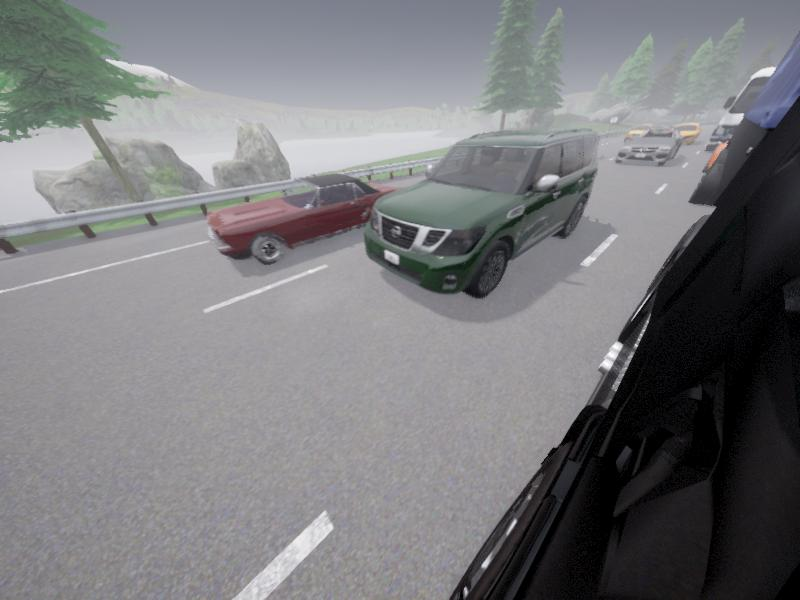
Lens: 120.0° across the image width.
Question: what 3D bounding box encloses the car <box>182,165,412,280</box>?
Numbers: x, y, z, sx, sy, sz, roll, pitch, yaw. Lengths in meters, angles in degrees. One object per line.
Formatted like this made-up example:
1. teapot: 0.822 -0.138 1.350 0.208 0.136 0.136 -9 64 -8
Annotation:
1. car: -2.073 -2.296 5.774 4.718 1.301 1.895 -29 44 -31

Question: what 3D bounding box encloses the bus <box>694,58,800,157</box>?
1. bus: 24.625 -12.694 15.501 10.273 4.253 3.944 -29 44 -31

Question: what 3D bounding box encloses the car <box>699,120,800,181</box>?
1. car: 15.345 -6.608 10.027 4.553 1.767 2.097 -29 44 -31

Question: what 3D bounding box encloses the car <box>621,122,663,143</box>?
1. car: 25.893 -17.960 24.697 5.366 1.575 1.801 -29 44 -31

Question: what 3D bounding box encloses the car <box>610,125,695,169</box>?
1. car: 14.456 -8.838 13.192 5.027 1.651 2.152 -29 44 -31

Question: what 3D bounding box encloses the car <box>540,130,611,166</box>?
1. car: 11.221 -9.787 14.750 4.514 1.525 2.007 -29 44 -31

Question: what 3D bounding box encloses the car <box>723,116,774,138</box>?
1. car: 35.657 -17.685 23.626 4.611 1.667 2.242 -27 43 -29

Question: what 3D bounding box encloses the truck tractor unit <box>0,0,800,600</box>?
1. truck tractor unit: 2.645 -0.295 0.352 6.516 4.208 3.053 -28 44 -30

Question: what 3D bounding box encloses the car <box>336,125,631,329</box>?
1. car: 1.947 -2.054 4.566 5.566 2.045 2.150 -29 44 -31

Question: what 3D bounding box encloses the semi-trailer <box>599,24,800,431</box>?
1. semi-trailer: 8.610 -3.666 4.309 14.254 4.402 2.717 -29 44 -31

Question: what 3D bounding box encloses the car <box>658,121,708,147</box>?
1. car: 24.909 -14.612 20.318 5.008 1.535 1.882 -29 44 -30

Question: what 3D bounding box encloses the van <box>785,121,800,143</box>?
1. van: 33.057 -13.713 18.219 4.442 1.987 1.775 -28 44 -30
